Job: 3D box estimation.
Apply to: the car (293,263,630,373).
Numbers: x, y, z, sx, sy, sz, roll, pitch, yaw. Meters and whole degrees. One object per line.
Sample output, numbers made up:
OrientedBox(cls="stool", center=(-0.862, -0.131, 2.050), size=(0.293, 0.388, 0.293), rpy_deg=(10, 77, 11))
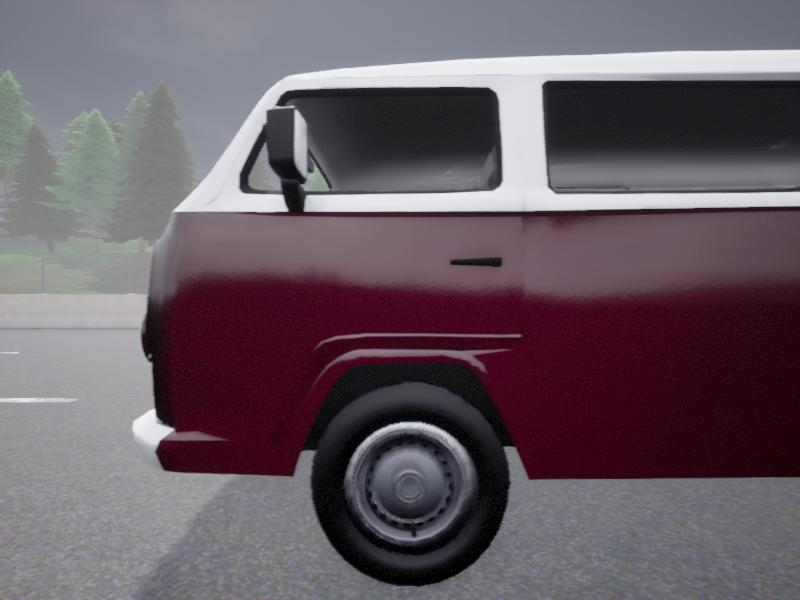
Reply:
OrientedBox(cls="car", center=(0.875, 0.245, 6.770), size=(4.892, 1.490, 1.837), rpy_deg=(0, 0, 11))

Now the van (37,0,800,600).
OrientedBox(cls="van", center=(1.192, -0.033, 2.199), size=(4.480, 2.038, 2.069), rpy_deg=(-1, 0, 0))
